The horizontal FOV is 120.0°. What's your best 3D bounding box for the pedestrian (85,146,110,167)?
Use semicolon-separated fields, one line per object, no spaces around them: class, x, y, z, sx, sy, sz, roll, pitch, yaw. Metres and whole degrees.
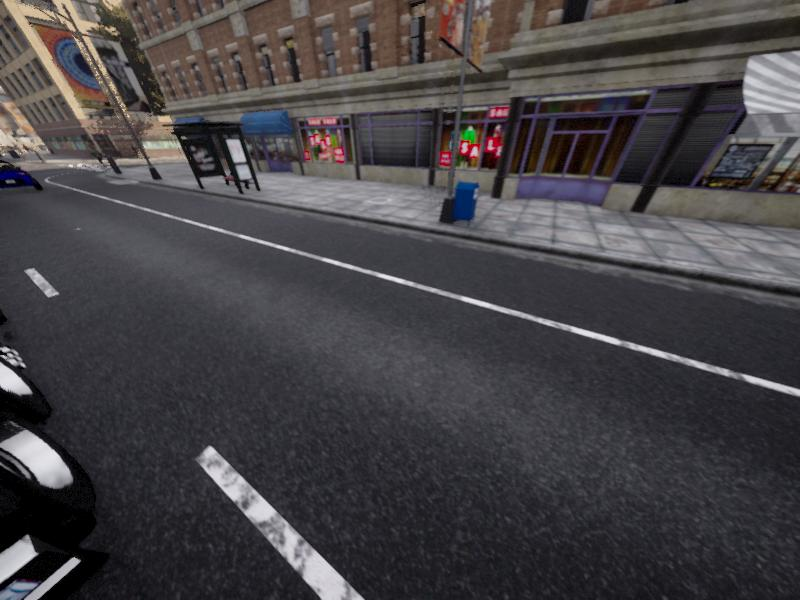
pedestrian;-32.004;-15.188;24.461;0.751;1.860;0.751;19;39;25

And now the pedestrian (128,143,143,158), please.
pedestrian;-39.925;-22.555;34.854;0.751;1.860;0.751;26;43;32

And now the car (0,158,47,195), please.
car;-22.544;-7.062;13.078;4.193;1.474;1.816;18;39;24

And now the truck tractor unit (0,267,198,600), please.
truck tractor unit;-5.119;-0.292;0.774;6.516;4.208;3.053;18;39;24

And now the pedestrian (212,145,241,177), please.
pedestrian;-12.127;-9.744;16.182;0.751;1.860;0.751;12;37;17

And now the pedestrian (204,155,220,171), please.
pedestrian;-15.900;-11.598;19.545;0.500;1.100;0.500;17;38;23
